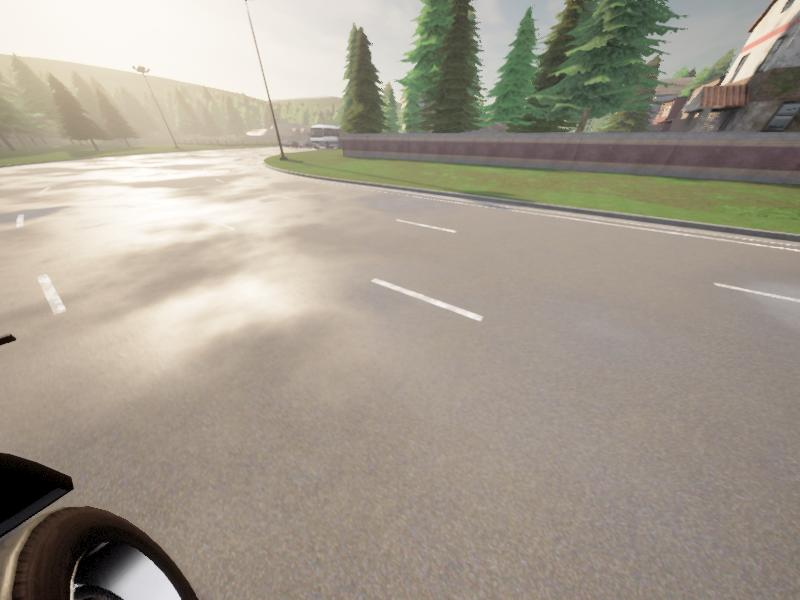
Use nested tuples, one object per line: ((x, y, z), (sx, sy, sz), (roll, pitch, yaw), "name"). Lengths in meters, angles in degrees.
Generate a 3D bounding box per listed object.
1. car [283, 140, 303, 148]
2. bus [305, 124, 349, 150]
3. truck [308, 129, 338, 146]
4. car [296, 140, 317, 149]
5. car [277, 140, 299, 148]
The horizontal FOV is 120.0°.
((-25.434, -37.041, 54.894), (1.816, 1.474, 4.193), (10, 36, 14), "car")
((-15.584, -35.830, 50.857), (3.944, 4.253, 10.273), (10, 36, 14), "bus")
((-22.250, -47.409, 67.581), (2.891, 3.827, 8.468), (16, 38, 21), "truck")
((-21.904, -36.808, 54.455), (2.033, 1.649, 4.856), (10, 36, 14), "car")
((-27.971, -38.986, 57.636), (2.163, 1.488, 4.792), (10, 36, 14), "car")
